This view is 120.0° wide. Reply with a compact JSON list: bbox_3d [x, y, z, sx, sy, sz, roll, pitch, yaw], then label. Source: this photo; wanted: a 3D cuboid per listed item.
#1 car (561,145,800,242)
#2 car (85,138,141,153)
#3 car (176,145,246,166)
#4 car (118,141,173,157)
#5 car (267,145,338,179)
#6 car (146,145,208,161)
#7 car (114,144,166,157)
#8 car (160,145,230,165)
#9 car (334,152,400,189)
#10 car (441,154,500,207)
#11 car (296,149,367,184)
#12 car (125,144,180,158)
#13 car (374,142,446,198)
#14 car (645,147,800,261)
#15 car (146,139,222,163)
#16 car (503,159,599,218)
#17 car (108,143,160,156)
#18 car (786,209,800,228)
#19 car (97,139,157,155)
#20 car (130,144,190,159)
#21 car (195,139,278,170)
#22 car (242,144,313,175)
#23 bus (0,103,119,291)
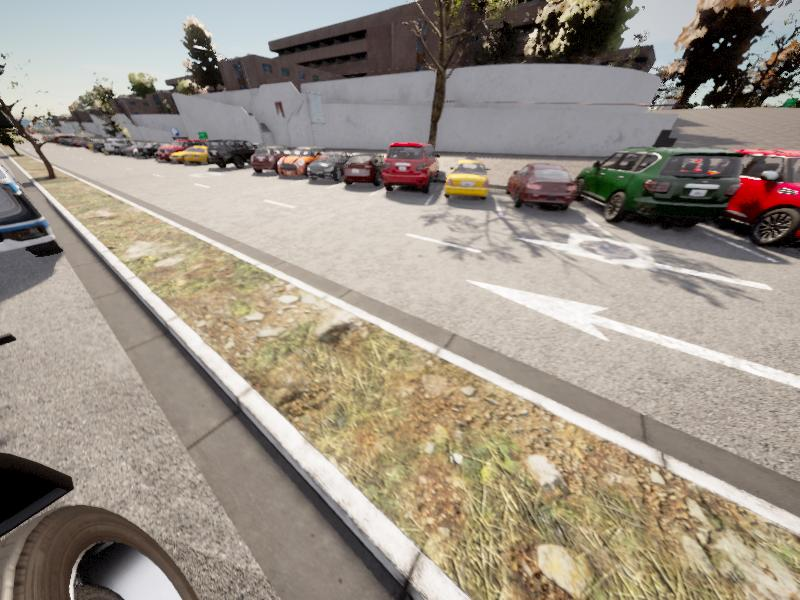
[{"bbox_3d":[8.205,-4.085,8.017,2.435,2.045,5.566,9,35,12],"label":"car"},{"bbox_3d":[-51.120,-27.670,41.345,2.435,2.045,5.566,9,36,11],"label":"car"},{"bbox_3d":[-18.939,-14.834,23.564,1.946,1.575,5.366,9,35,12],"label":"car"},{"bbox_3d":[-36.272,-21.667,33.144,2.185,1.767,4.553,9,35,12],"label":"car"},{"bbox_3d":[-6.613,-9.939,16.419,2.185,1.767,4.553,9,35,11],"label":"car"},{"bbox_3d":[-26.399,-17.613,27.595,2.163,1.488,4.792,9,35,12],"label":"car"},{"bbox_3d":[-38.750,-22.490,34.608,2.002,1.452,4.674,9,35,11],"label":"car"},{"bbox_3d":[-21.496,-15.607,24.658,1.946,1.575,5.366,9,35,12],"label":"car"},{"bbox_3d":[-1.681,-7.833,13.735,2.163,1.488,4.792,9,35,12],"label":"car"},{"bbox_3d":[3.304,-5.961,11.069,1.946,1.575,5.366,9,35,12],"label":"car"},{"bbox_3d":[-4.149,-8.832,15.084,2.231,1.521,4.892,9,35,11],"label":"car"},{"bbox_3d":[-33.809,-20.538,31.820,2.002,1.452,4.674,9,35,12],"label":"car"},{"bbox_3d":[0.795,-7.072,12.189,2.435,2.045,5.566,9,35,12],"label":"car"},{"bbox_3d":[10.666,-3.049,6.569,2.435,2.045,5.566,9,35,12],"label":"car"},{"bbox_3d":[-23.923,-16.871,26.040,2.435,2.045,5.566,9,35,12],"label":"car"},{"bbox_3d":[5.723,-4.826,9.551,2.002,1.452,4.674,9,35,12],"label":"car"},{"bbox_3d":[-41.228,-23.503,36.017,2.163,1.488,4.792,9,35,12],"label":"car"},{"bbox_3d":[13.102,-1.972,5.106,1.878,1.987,4.442,10,35,12],"label":"car"},{"bbox_3d":[-43.696,-24.719,37.244,2.435,2.045,5.566,9,35,12],"label":"car"},{"bbox_3d":[-31.344,-19.593,30.394,2.097,1.535,5.008,8,35,12],"label":"car"},{"bbox_3d":[-14.038,-12.996,20.513,2.435,2.045,5.566,9,35,12],"label":"car"},{"bbox_3d":[-9.107,-10.892,17.757,2.185,1.767,4.553,9,35,12],"label":"car"},{"bbox_3d":[-11.501,-3.335,4.858,10.273,4.253,3.944,21,40,27],"label":"bus"}]
